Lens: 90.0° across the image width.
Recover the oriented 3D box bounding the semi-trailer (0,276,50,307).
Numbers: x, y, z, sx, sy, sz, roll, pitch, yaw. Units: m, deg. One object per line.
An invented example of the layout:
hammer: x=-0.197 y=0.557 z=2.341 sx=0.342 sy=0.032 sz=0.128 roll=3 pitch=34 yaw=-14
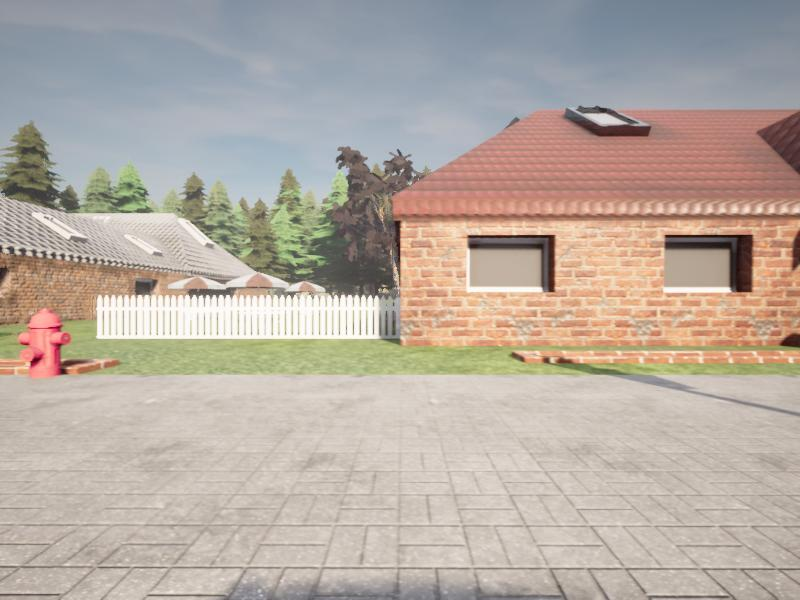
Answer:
semi-trailer: x=-57.359 y=-1.176 z=56.893 sx=2.717 sy=4.402 sz=14.254 roll=0 pitch=0 yaw=0
